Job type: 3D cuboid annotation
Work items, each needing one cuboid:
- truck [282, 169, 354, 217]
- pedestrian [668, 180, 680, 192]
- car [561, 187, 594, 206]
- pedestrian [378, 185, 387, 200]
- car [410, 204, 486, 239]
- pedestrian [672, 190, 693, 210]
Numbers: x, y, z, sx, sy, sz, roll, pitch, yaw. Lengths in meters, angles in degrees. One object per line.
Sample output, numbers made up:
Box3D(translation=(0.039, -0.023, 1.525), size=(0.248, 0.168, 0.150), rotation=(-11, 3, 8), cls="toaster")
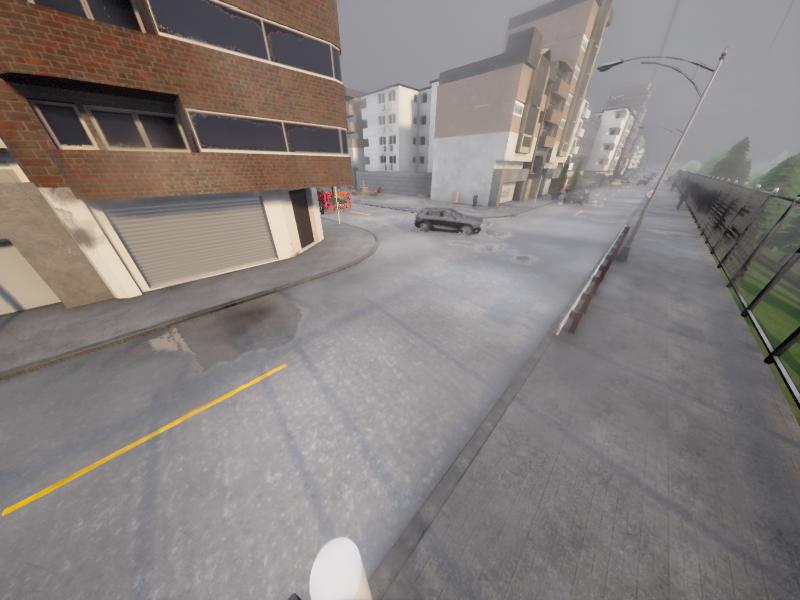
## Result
Box3D(translation=(-8.717, -11.444, 24.211), size=(2.891, 3.827, 8.468), rotation=(-26, 39, -38), cls="truck")
Box3D(translation=(48.818, -20.253, 41.178), size=(0.751, 1.860, 0.751), rotation=(25, 39, 37), cls="pedestrian")
Box3D(translation=(22.786, -13.386, 29.605), size=(4.553, 1.767, 2.097), rotation=(-27, 39, -38), cls="car")
Box3D(translation=(-2.407, -14.867, 31.876), size=(0.751, 1.860, 0.751), rotation=(19, 35, 29), cls="pedestrian")
Box3D(translation=(3.357, -5.695, 16.450), size=(4.856, 1.649, 2.033), rotation=(11, 33, 19), cls="car")
Box3D(translation=(29.882, -10.588, 24.436), size=(0.751, 1.860, 0.751), rotation=(-26, 39, -37), cls="pedestrian")
